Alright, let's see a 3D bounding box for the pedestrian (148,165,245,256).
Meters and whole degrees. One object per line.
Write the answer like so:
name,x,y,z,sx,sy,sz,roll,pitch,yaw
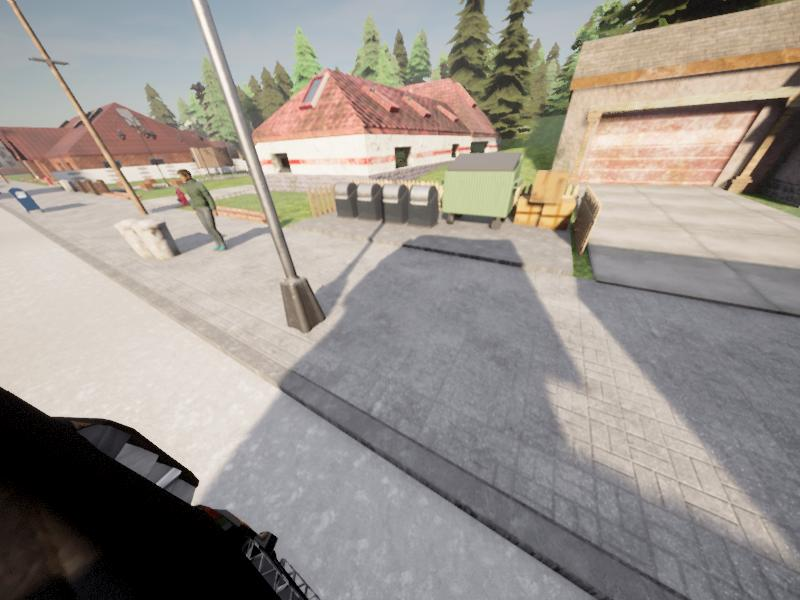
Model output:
pedestrian,-4.638,-2.075,5.435,0.751,1.860,0.751,7,35,14
